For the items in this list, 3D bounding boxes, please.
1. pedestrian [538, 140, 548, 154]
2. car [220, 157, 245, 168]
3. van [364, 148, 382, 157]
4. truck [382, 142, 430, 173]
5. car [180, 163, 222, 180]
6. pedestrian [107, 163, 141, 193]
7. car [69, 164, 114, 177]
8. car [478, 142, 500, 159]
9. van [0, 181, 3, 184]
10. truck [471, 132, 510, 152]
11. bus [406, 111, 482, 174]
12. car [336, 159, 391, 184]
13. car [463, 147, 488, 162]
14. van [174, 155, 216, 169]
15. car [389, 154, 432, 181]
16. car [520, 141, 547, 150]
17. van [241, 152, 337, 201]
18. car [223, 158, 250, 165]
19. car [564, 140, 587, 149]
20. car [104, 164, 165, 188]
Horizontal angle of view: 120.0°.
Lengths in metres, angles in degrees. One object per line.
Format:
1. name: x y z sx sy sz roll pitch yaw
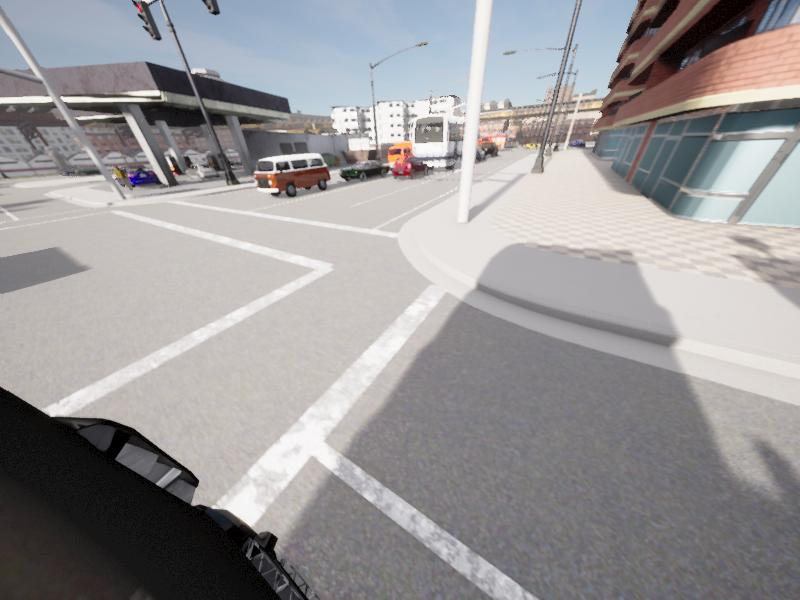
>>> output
1. pedestrian: 22.882 -24.545 36.991 0.751 1.860 0.751 10 36 18
2. car: -36.222 -29.903 50.179 1.930 1.638 5.238 -6 34 -4
3. van: -7.987 -43.643 68.231 4.480 2.038 2.069 7 35 15
4. truck: 0.756 -14.777 23.840 2.627 2.467 5.204 16 37 26
5. car: -22.379 -14.457 25.961 3.806 1.475 1.970 16 38 27
6. pedestrian: -20.046 -8.842 16.784 0.751 1.860 0.751 21 40 31
7. car: -58.490 -24.682 43.957 2.097 1.767 4.553 16 38 26
8. car: 14.505 -24.426 37.613 2.150 2.045 5.566 14 37 24
9. van: -61.762 -17.358 32.503 1.988 2.561 5.915 -11 35 -12
10. truck: 23.252 -40.810 59.906 8.468 3.827 2.891 17 39 27
11. bus: 4.839 -15.941 23.646 3.944 4.253 10.273 16 38 26
12. car: -2.824 -10.638 18.956 1.895 1.301 4.718 16 38 26
13. car: 10.569 -20.258 32.132 2.038 1.542 4.974 15 37 25
14. van: -47.286 -32.035 53.527 2.351 2.431 6.366 18 39 28
15. car: 0.934 -10.619 18.422 1.845 1.501 3.633 16 38 26
16. car: 33.855 -39.192 58.696 1.801 1.575 5.366 -26 40 -30
17. van: -6.293 -7.496 13.839 2.069 2.038 4.480 15 38 25
18. car: -43.971 -37.340 62.159 5.357 1.411 2.033 -29 41 -33
19. car: 39.226 -34.817 51.719 3.806 1.475 1.970 16 38 27
20. car: -24.643 -11.550 21.485 4.611 1.667 2.242 16 38 27
